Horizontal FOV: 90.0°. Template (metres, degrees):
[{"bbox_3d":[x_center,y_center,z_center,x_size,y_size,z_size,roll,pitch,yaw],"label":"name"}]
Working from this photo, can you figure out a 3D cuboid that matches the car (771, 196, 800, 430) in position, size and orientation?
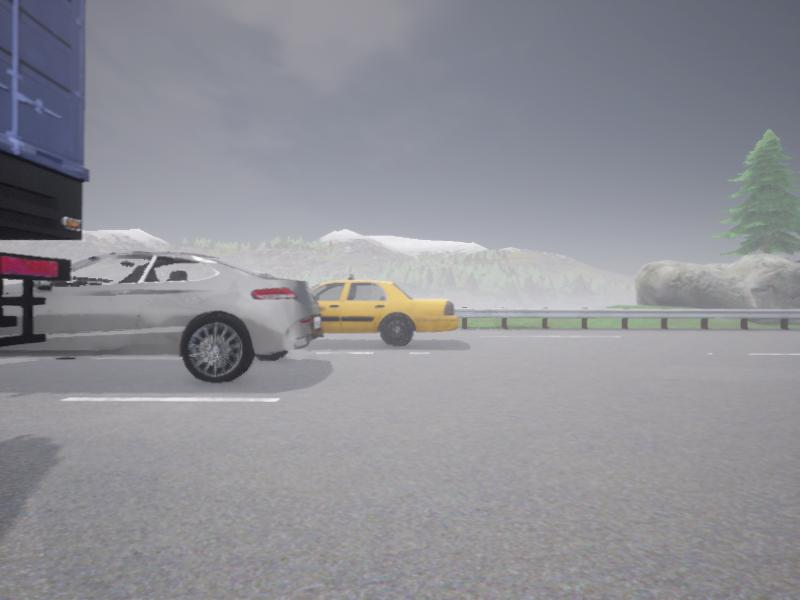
[{"bbox_3d":[5.292,0.111,2.201,4.553,1.767,2.097,0,0,0],"label":"car"}]

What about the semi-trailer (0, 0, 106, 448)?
[{"bbox_3d":[-9.737,-1.253,2.199,14.254,4.402,2.717,0,0,0],"label":"semi-trailer"}]

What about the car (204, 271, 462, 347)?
[{"bbox_3d":[-1.390,0.196,9.199,5.366,1.575,1.801,0,0,0],"label":"car"}]

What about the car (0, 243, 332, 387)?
[{"bbox_3d":[-3.671,0.169,5.698,5.027,1.651,2.152,0,0,0],"label":"car"}]
